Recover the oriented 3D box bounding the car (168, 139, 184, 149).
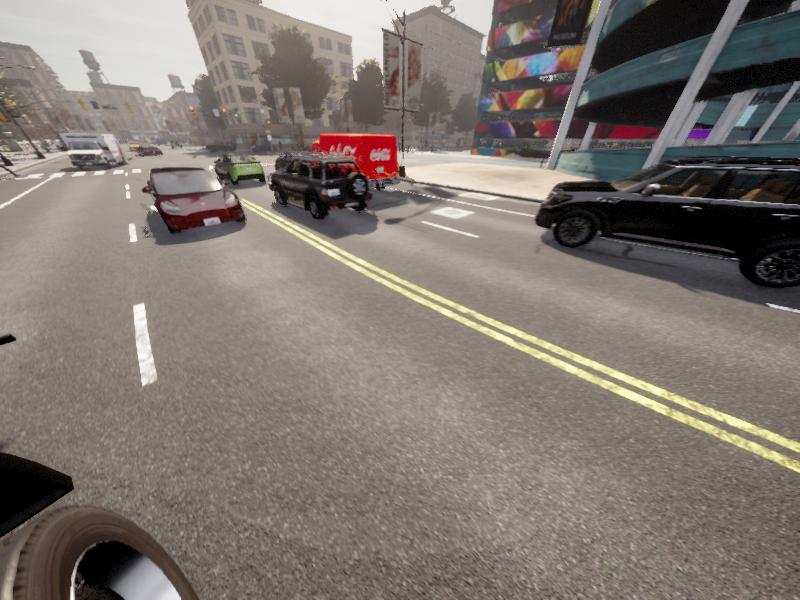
[{"bbox_3d":[-53.577,-37.333,55.234,1.932,1.855,4.605,-22,41,-29],"label":"car"}]

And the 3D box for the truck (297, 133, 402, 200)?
[{"bbox_3d":[-2.669,-7.147,12.073,2.627,2.467,5.204,-29,45,-36],"label":"truck"}]

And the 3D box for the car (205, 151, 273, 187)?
[{"bbox_3d":[-10.028,-8.220,14.323,2.007,1.525,4.514,-29,44,-35],"label":"car"}]

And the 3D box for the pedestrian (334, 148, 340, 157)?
[{"bbox_3d":[-8.644,-20.399,31.939,0.500,1.100,0.500,-22,41,-29],"label":"pedestrian"}]

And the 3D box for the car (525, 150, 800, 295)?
[{"bbox_3d":[6.396,-2.080,5.291,5.566,2.045,2.150,23,41,28],"label":"car"}]

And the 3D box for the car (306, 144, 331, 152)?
[{"bbox_3d":[-18.021,-33.734,51.123,4.718,1.301,1.895,-29,44,-35],"label":"car"}]

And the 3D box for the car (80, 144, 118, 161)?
[{"bbox_3d":[-35.516,-17.589,27.423,2.128,1.511,4.902,-29,44,-35],"label":"car"}]

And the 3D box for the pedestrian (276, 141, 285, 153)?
[{"bbox_3d":[-22.327,-28.654,43.206,0.751,1.860,0.751,-25,42,-32],"label":"pedestrian"}]

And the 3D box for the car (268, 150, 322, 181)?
[{"bbox_3d":[-7.400,-9.543,16.244,1.789,1.549,3.705,-29,45,-35],"label":"car"}]

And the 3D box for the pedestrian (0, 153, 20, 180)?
[{"bbox_3d":[-24.653,-8.414,14.038,0.751,1.860,0.751,-29,45,-36],"label":"pedestrian"}]

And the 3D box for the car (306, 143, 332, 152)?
[{"bbox_3d":[-16.765,-31.690,48.071,4.674,1.442,1.812,-29,45,-35],"label":"car"}]

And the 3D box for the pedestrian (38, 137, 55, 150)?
[{"bbox_3d":[-62.213,-27.494,40.643,0.751,1.860,0.751,-23,41,-30],"label":"pedestrian"}]

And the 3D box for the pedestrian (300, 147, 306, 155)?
[{"bbox_3d":[-15.703,-23.996,37.271,0.500,1.100,0.500,-26,43,-33],"label":"pedestrian"}]

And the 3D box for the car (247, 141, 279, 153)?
[{"bbox_3d":[-26.376,-29.600,44.605,4.553,1.767,2.097,-25,42,-32],"label":"car"}]

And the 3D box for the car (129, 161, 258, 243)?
[{"bbox_3d":[-6.954,-3.531,7.663,2.163,1.488,4.792,-29,44,-35],"label":"car"}]

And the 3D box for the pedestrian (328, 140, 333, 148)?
[{"bbox_3d":[-18.440,-41.526,61.527,0.751,1.860,0.751,-25,42,-31],"label":"pedestrian"}]

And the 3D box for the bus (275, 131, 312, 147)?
[{"bbox_3d":[-36.254,-55.317,79.315,10.273,4.253,3.944,-29,45,-35],"label":"bus"}]

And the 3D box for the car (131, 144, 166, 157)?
[{"bbox_3d":[-35.704,-21.220,32.769,4.181,1.385,1.994,21,40,27],"label":"car"}]

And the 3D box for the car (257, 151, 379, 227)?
[{"bbox_3d":[-3.075,-4.307,8.487,4.605,1.855,1.932,29,44,35],"label":"car"}]

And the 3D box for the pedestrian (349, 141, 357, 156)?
[{"bbox_3d":[-7.033,-22.862,34.843,0.751,1.860,0.751,-20,40,-27],"label":"pedestrian"}]

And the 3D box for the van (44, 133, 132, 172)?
[{"bbox_3d":[-26.082,-12.733,19.778,2.351,2.431,6.366,-21,40,-28],"label":"van"}]

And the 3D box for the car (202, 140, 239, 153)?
[{"bbox_3d":[-32.666,-27.990,42.114,4.605,1.855,1.932,-7,36,-11],"label":"car"}]
